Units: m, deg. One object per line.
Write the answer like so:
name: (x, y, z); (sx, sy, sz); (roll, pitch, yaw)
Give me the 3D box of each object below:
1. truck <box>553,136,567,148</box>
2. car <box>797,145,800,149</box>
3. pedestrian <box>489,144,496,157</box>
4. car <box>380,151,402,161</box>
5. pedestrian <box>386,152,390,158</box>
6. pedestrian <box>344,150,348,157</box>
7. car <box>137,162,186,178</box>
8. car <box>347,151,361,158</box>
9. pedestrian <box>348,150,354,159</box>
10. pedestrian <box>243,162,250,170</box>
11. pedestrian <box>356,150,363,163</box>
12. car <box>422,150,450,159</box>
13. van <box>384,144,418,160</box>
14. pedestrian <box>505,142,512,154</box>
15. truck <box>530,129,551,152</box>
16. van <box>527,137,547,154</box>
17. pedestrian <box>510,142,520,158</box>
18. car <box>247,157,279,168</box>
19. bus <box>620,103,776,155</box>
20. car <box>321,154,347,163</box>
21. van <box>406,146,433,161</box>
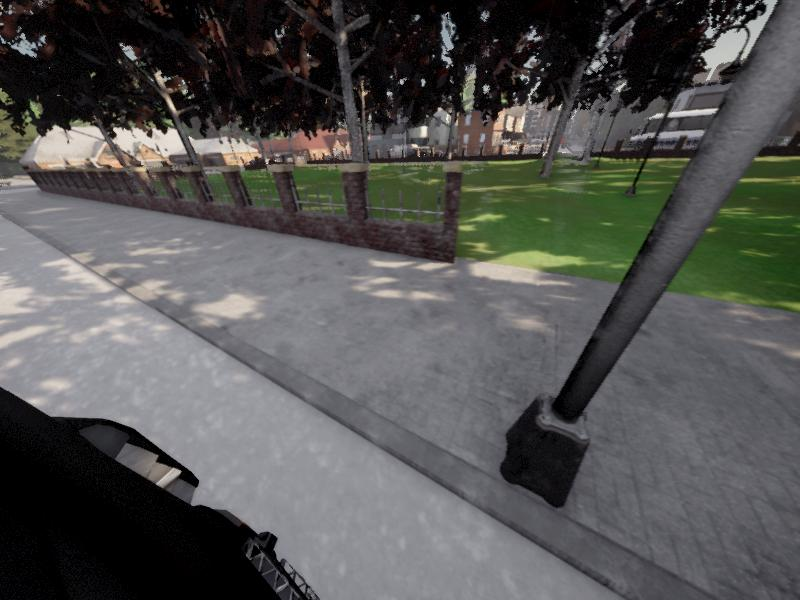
truck: (43.487, -42.847, 62.829); (2.627, 2.467, 5.204); (15, 37, 25)
car: (46.216, -16.549, 23.935); (4.674, 1.442, 1.812); (15, 38, 25)
pedestrian: (15.982, -25.825, 39.880); (0.751, 1.860, 0.751); (19, 40, 30)
car: (-1.757, -27.124, 43.583); (3.633, 1.501, 1.845); (14, 37, 24)
pedestrian: (-2.739, -32.736, 52.258); (0.500, 1.100, 0.500); (15, 38, 25)
pedestrian: (-17.308, -46.751, 73.852); (0.751, 1.860, 0.751); (18, 39, 28)
car: (-37.020, -20.338, 36.023); (2.242, 1.667, 4.611); (16, 38, 26)
car: (-13.918, -43.997, 69.895); (1.851, 1.617, 3.988); (15, 38, 25)
pedestrian: (-12.897, -38.353, 60.876); (0.751, 1.860, 0.751); (22, 41, 32)
pedestrian: (-25.130, -21.962, 37.815); (0.500, 1.100, 0.500); (15, 38, 25)
pedestrian: (-7.183, -25.532, 41.083); (0.751, 1.860, 0.751); (15, 38, 25)
car: (6.661, -27.118, 43.121); (4.718, 1.301, 1.895); (17, 39, 28)
van: (0.251, -29.571, 46.300); (6.366, 2.431, 2.351); (15, 38, 25)
pedestrian: (21.327, -29.880, 45.363); (0.751, 1.860, 0.751); (27, 44, 37)
truck: (32.544, -36.749, 53.296); (2.891, 3.827, 8.468); (16, 38, 26)
van: (26.676, -30.069, 44.959); (2.351, 2.431, 6.366); (16, 38, 26)
pedestrian: (16.006, -20.857, 32.206); (0.751, 1.860, 0.751); (23, 41, 33)
car: (-26.454, -26.621, 44.774); (1.882, 1.535, 5.008); (15, 37, 25)
bus: (35.144, -20.657, 28.459); (10.273, 4.253, 3.944); (15, 38, 26)
car: (-14.297, -30.859, 50.326); (5.357, 1.411, 2.033); (16, 38, 27)
van: (3.428, -25.839, 40.825); (4.442, 1.987, 1.775); (14, 37, 24)
